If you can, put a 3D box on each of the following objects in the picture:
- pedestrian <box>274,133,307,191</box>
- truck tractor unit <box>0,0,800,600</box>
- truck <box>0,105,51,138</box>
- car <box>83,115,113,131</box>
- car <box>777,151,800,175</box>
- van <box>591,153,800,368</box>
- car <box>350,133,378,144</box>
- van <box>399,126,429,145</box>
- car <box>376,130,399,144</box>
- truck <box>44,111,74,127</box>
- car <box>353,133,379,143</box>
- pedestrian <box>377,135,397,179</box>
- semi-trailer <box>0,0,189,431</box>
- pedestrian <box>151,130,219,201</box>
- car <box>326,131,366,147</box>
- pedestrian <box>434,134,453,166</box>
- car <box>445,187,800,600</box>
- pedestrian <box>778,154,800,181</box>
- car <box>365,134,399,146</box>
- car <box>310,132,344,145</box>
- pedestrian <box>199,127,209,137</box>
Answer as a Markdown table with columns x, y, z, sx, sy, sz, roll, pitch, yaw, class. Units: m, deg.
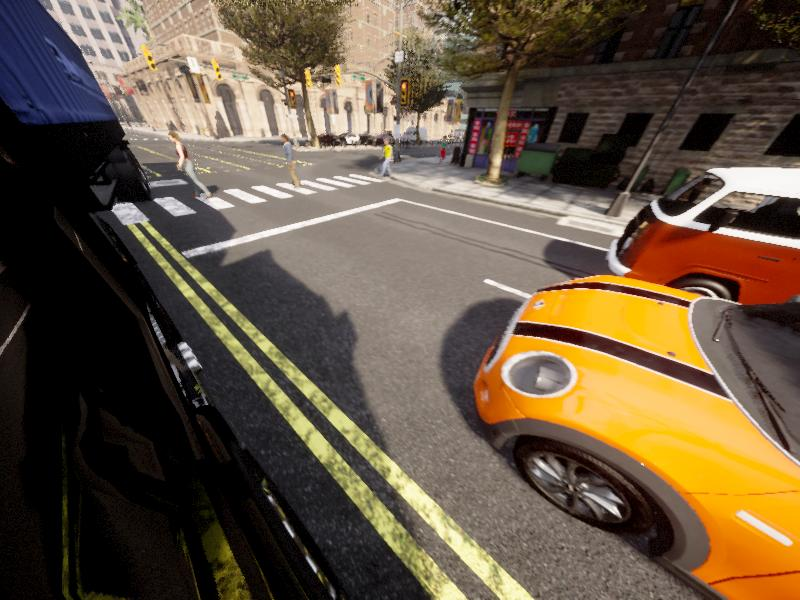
| x | y | z | sx | sy | sz | roll | pitch | yaw | class |
| --- | --- | --- | --- | --- | --- | --- | --- | --- | --- |
| -4.207 | -5.330 | 8.990 | 0.751 | 1.860 | 0.751 | -9 | 38 | -16 | pedestrian |
| -2.645 | -0.295 | 0.351 | 6.516 | 4.208 | 3.053 | 28 | 44 | 30 | truck tractor unit |
| -38.997 | -18.328 | 23.665 | 5.204 | 2.467 | 2.627 | 28 | 43 | 29 | truck |
| -48.720 | -28.514 | 37.257 | 4.605 | 1.855 | 1.932 | 28 | 43 | 30 | car |
| 45.103 | -14.882 | 25.151 | 2.435 | 2.045 | 5.566 | 27 | 43 | 29 | car |
| 5.704 | -0.421 | 2.933 | 4.480 | 2.038 | 2.069 | 27 | 43 | 29 | van |
| -5.820 | -26.247 | 37.565 | 1.994 | 1.385 | 4.181 | 29 | 44 | 30 | car |
| 2.469 | -29.167 | 41.090 | 1.988 | 2.561 | 5.915 | 28 | 43 | 29 | van |
| -2.175 | -28.983 | 41.068 | 1.905 | 1.878 | 3.866 | 27 | 43 | 29 | car |
| -64.464 | -34.164 | 43.619 | 6.274 | 2.098 | 2.390 | 28 | 43 | 30 | truck |
| -6.027 | -29.134 | 41.500 | 1.895 | 1.301 | 4.718 | 27 | 43 | 29 | car |
| -0.680 | -7.375 | 11.987 | 0.751 | 1.860 | 0.751 | -14 | 40 | -21 | pedestrian |
| -8.088 | -3.956 | 4.752 | 2.717 | 4.402 | 14.254 | -27 | 46 | -33 | semi-trailer |
| -6.687 | -4.234 | 7.342 | 0.751 | 1.860 | 0.751 | -9 | 38 | -15 | pedestrian |
| -7.265 | -22.043 | 31.656 | 2.038 | 1.542 | 4.974 | 28 | 43 | 29 | car |
| 3.079 | -10.760 | 16.563 | 0.751 | 1.860 | 0.751 | -12 | 39 | -19 | pedestrian |
| 2.872 | 0.902 | 1.160 | 4.553 | 1.767 | 2.097 | 27 | 43 | 29 | car |
| 31.391 | -10.482 | 18.152 | 0.751 | 1.860 | 0.751 | 24 | 42 | 26 | pedestrian |
| -2.738 | -25.117 | 36.229 | 2.033 | 1.411 | 5.357 | 28 | 43 | 29 | car |
| -10.317 | -23.140 | 33.063 | 1.994 | 1.385 | 4.181 | 28 | 43 | 29 | car |
| -27.324 | -23.449 | 32.244 | 0.500 | 1.100 | 0.500 | 8 | 37 | 7 | pedestrian |
